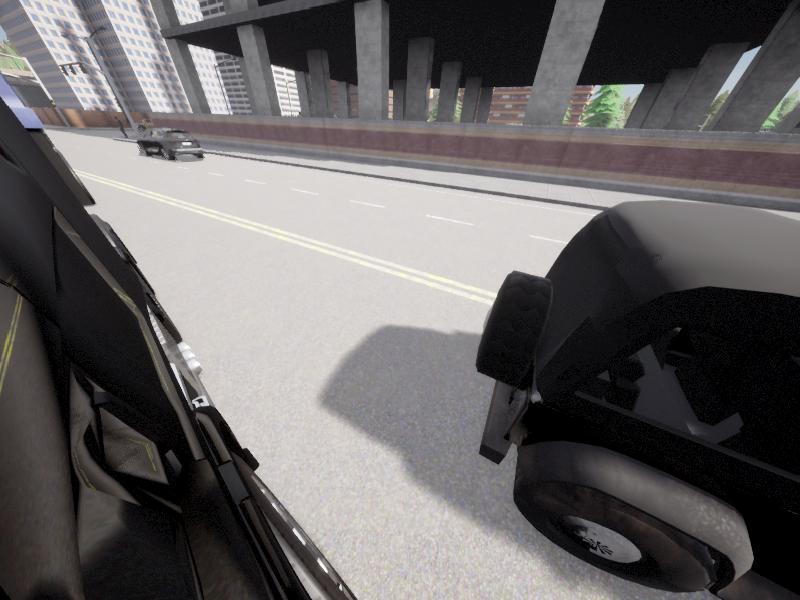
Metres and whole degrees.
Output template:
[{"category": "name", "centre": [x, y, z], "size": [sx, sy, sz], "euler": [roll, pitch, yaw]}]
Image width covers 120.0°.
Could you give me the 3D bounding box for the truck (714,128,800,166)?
[{"category": "truck", "centre": [48.831, -21.132, 31.737], "size": [2.891, 3.827, 8.468], "euler": [20, 40, 21]}]

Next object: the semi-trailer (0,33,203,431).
[{"category": "semi-trailer", "centre": [-8.770, -3.555, 4.156], "size": [14.254, 4.402, 2.717], "euler": [27, 43, 29]}]

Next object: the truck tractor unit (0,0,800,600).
[{"category": "truck tractor unit", "centre": [-2.645, -0.295, 0.351], "size": [6.516, 4.208, 3.053], "euler": [28, 44, 30]}]

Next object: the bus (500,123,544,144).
[{"category": "bus", "centre": [35.130, -48.131, 66.728], "size": [10.273, 4.253, 3.944], "euler": [20, 40, 22]}]

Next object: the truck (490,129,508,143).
[{"category": "truck", "centre": [23.516, -38.788, 54.719], "size": [2.615, 2.467, 5.204], "euler": [20, 40, 21]}]

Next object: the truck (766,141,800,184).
[{"category": "truck", "centre": [30.285, -9.466, 16.079], "size": [2.627, 2.467, 5.204], "euler": [20, 40, 21]}]

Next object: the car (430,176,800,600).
[{"category": "car", "centre": [2.425, 0.735, 1.237], "size": [3.866, 1.878, 1.905], "euler": [20, 40, 21]}]

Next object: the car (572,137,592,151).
[{"category": "car", "centre": [31.954, -27.594, 40.707], "size": [1.905, 1.878, 3.866], "euler": [20, 40, 21]}]

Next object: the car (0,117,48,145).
[{"category": "car", "centre": [-31.200, -13.563, 18.450], "size": [5.238, 1.638, 1.930], "euler": [20, 40, 21]}]

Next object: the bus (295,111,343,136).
[{"category": "bus", "centre": [-18.632, -41.410, 54.333], "size": [3.944, 4.253, 10.273], "euler": [20, 40, 22]}]

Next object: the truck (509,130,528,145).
[{"category": "truck", "centre": [27.293, -37.432, 53.143], "size": [2.615, 2.467, 5.204], "euler": [20, 40, 21]}]

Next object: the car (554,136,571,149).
[{"category": "car", "centre": [29.377, -28.519, 41.782], "size": [1.905, 1.878, 3.866], "euler": [20, 40, 21]}]

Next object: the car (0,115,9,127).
[{"category": "car", "centre": [-60.367, -26.382, 33.732], "size": [4.611, 1.667, 2.242], "euler": [20, 40, 21]}]

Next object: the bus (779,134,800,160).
[{"category": "bus", "centre": [85.850, -29.854, 45.483], "size": [10.273, 4.253, 3.944], "euler": [20, 40, 22]}]

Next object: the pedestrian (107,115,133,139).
[{"category": "pedestrian", "centre": [-28.821, -17.834, 23.839], "size": [0.751, 1.860, 0.751], "euler": [-6, 38, -12]}]

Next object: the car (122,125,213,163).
[{"category": "car", "centre": [-14.917, -10.127, 14.894], "size": [4.856, 1.649, 2.033], "euler": [20, 40, 21]}]
